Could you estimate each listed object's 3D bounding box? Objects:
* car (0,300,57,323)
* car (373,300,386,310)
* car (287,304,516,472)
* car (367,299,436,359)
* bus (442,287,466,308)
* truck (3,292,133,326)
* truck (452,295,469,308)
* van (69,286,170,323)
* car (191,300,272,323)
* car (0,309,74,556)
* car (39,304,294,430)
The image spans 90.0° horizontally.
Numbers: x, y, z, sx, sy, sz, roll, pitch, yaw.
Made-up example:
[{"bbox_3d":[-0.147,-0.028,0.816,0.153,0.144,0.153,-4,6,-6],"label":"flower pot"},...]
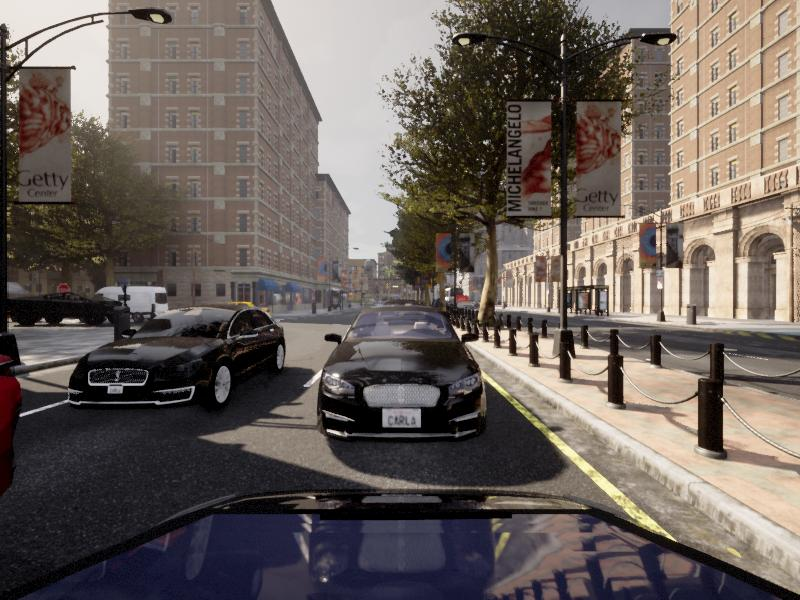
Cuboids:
[{"bbox_3d":[-28.277,0.801,28.894,5.366,1.575,1.801,0,0,-1],"label":"car"},{"bbox_3d":[-3.285,0.826,63.927,1.845,1.501,3.633,0,0,0],"label":"car"},{"bbox_3d":[0.023,0.836,6.166,2.128,1.511,4.902,0,0,0],"label":"car"},{"bbox_3d":[0.043,0.788,12.806,1.851,1.617,3.988,0,0,0],"label":"car"},{"bbox_3d":[11.676,-0.538,88.180,3.944,4.253,10.273,0,0,0],"label":"bus"},{"bbox_3d":[-20.892,0.542,25.433,6.274,2.098,2.390,0,0,-1],"label":"truck"},{"bbox_3d":[11.763,0.355,78.047,2.627,2.467,5.204,0,0,0],"label":"truck"},{"bbox_3d":[-20.213,0.322,29.025,5.915,2.561,1.988,0,0,-2],"label":"van"},{"bbox_3d":[-12.341,0.801,29.645,5.366,1.575,1.801,0,0,-19],"label":"car"},{"bbox_3d":[-3.495,0.828,0.791,2.007,1.525,4.514,0,0,0],"label":"car"},{"bbox_3d":[-3.503,0.845,7.333,1.837,1.490,4.892,0,0,0],"label":"car"}]
